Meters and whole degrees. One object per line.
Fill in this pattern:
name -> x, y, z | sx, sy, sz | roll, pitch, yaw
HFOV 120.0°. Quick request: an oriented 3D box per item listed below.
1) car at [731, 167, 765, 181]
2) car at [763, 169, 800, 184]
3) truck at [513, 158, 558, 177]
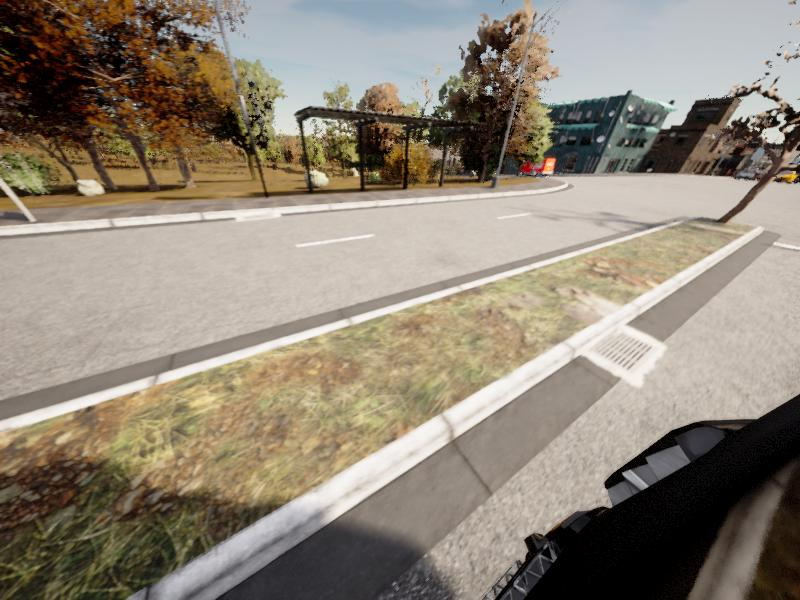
car -> 50.252, -18.159, 33.367 | 3.633, 1.501, 1.845 | -15, 38, -27
car -> 51.613, -16.631, 31.167 | 5.008, 1.535, 1.882 | -15, 37, -27
truck -> 21.475, -21.132, 37.023 | 2.627, 2.467, 5.204 | -15, 32, -23
